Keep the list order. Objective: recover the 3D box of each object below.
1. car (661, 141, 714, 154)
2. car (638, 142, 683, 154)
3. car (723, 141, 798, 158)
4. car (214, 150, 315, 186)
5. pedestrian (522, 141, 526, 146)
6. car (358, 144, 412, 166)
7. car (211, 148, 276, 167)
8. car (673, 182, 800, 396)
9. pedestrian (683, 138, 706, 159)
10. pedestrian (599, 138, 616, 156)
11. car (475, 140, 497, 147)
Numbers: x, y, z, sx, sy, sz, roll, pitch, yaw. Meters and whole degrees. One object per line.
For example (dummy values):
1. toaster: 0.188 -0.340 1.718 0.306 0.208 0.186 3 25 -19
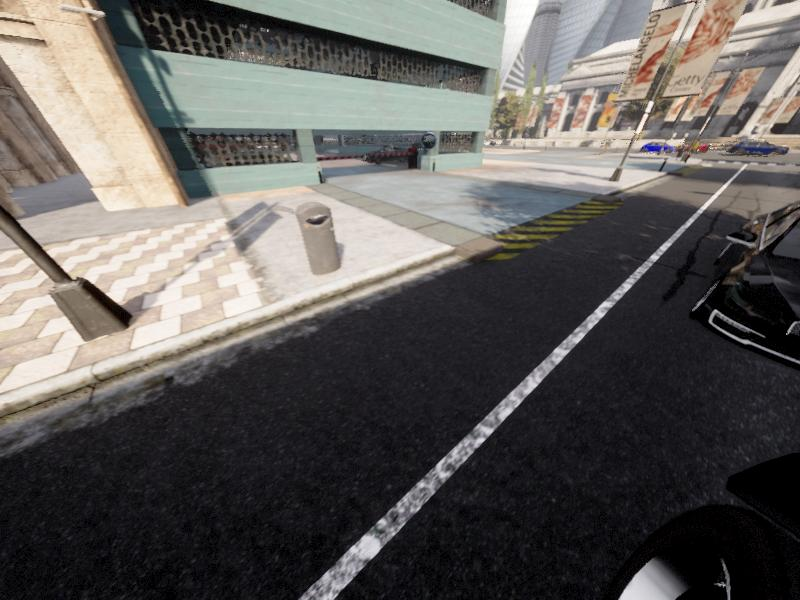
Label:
1. car: 44.581 -23.732 35.923 2.163 1.488 4.792 -24 41 -29
2. car: 40.292 -23.678 35.882 1.816 1.474 4.193 -24 41 -29
3. car: 45.963 -19.394 29.631 2.033 1.649 4.856 -23 41 -29
4. car: -8.127 -8.237 14.206 4.786 1.482 2.161 -24 41 -29
5. pedestrian: 33.856 -42.855 63.147 0.500 1.100 0.500 -19 39 -25
6. car: -1.372 -14.220 22.566 4.902 1.511 2.128 -24 41 -29
7. car: -14.798 -13.646 22.015 4.718 1.301 1.895 -24 41 -29
8. car: 6.135 -0.479 3.243 4.892 1.490 1.837 -24 41 -29
9. pedestrian: 31.745 -16.355 24.926 0.751 1.860 0.751 -24 42 -30
10. pedestrian: 26.712 -19.752 29.784 0.751 1.860 0.751 -16 38 -21
11. car: 23.044 -42.274 62.292 4.974 1.542 2.038 25 42 31
